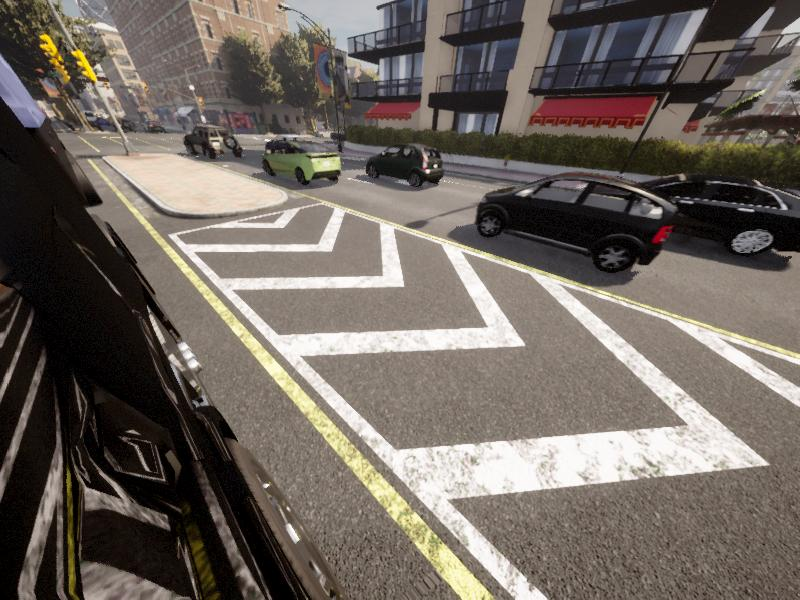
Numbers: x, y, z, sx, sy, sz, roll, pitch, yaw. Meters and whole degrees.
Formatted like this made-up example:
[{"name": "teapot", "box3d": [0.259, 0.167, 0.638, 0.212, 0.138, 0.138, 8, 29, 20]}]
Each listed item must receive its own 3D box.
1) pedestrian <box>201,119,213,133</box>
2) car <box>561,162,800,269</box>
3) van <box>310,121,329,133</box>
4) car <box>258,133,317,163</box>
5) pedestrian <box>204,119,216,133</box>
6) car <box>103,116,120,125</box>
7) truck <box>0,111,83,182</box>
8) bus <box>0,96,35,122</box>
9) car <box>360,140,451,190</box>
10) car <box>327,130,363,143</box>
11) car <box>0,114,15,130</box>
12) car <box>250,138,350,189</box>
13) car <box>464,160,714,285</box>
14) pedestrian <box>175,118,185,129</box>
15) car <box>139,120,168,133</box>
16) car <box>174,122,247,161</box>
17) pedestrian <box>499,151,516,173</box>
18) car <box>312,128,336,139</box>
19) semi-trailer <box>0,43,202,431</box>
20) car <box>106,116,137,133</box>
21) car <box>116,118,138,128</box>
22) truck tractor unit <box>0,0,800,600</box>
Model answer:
[{"name": "pedestrian", "box3d": [-33.294, -30.085, 39.920, 0.751, 1.860, 0.751, 21, 40, 23]}, {"name": "car", "box3d": [7.713, -2.627, 6.388, 4.892, 1.490, 1.837, 28, 44, 30]}, {"name": "van", "box3d": [-24.700, -52.930, 70.671, 5.915, 2.561, 1.988, 28, 44, 30]}, {"name": "car", "box3d": [-8.066, -11.022, 16.635, 3.806, 1.475, 1.970, 28, 44, 30]}, {"name": "pedestrian", "box3d": [-33.513, -30.793, 40.854, 0.751, 1.860, 0.751, 9, 37, 9]}, {"name": "car", "box3d": [-75.952, -47.323, 60.839, 5.366, 1.575, 1.801, 28, 44, 30]}, {"name": "truck", "box3d": [-16.487, -6.781, 9.952, 6.274, 2.098, 2.390, 28, 43, 30]}, {"name": "bus", "box3d": [-89.512, -44.032, 53.329, 10.273, 4.253, 3.944, 28, 44, 30]}, {"name": "car", "box3d": [0.157, -6.710, 11.278, 3.988, 1.617, 1.851, 28, 44, 30]}, {"name": "car", "box3d": [-8.159, -24.627, 34.787, 2.128, 1.511, 4.902, 28, 44, 30]}, {"name": "car", "box3d": [-53.051, -23.411, 30.328, 5.008, 1.535, 1.882, 29, 44, 30]}, {"name": "car", "box3d": [-4.691, -6.523, 10.793, 4.514, 1.525, 2.007, 28, 44, 30]}, {"name": "car", "box3d": [3.714, -2.047, 5.316, 3.705, 1.549, 1.789, 28, 44, 30]}, {"name": "pedestrian", "box3d": [-46.488, -37.390, 48.859, 0.751, 1.860, 0.751, 27, 43, 29]}, {"name": "car", "box3d": [-39.889, -28.061, 37.372, 4.974, 1.542, 2.038, 28, 44, 30]}, {"name": "car", "box3d": [-13.067, -10.994, 15.958, 4.605, 1.855, 1.932, 25, 42, 26]}, {"name": "pedestrian", "box3d": [6.608, -8.529, 14.240, 0.500, 1.100, 0.500, -12, 39, -19]}, {"name": "car", "box3d": [-13.915, -30.498, 42.256, 1.845, 1.501, 3.633, 28, 44, 30]}, {"name": "semi-trailer", "box3d": [-8.696, -3.608, 4.228, 14.254, 4.402, 2.717, 28, 44, 30]}, {"name": "car", "box3d": [-42.920, -27.076, 35.586, 4.605, 1.855, 1.932, 29, 44, 29]}, {"name": "car", "box3d": [-58.235, -37.805, 49.267, 4.902, 1.511, 2.128, 28, 44, 30]}, {"name": "truck tractor unit", "box3d": [-2.645, -0.295, 0.351, 6.516, 4.208, 3.053, 28, 44, 30]}]
